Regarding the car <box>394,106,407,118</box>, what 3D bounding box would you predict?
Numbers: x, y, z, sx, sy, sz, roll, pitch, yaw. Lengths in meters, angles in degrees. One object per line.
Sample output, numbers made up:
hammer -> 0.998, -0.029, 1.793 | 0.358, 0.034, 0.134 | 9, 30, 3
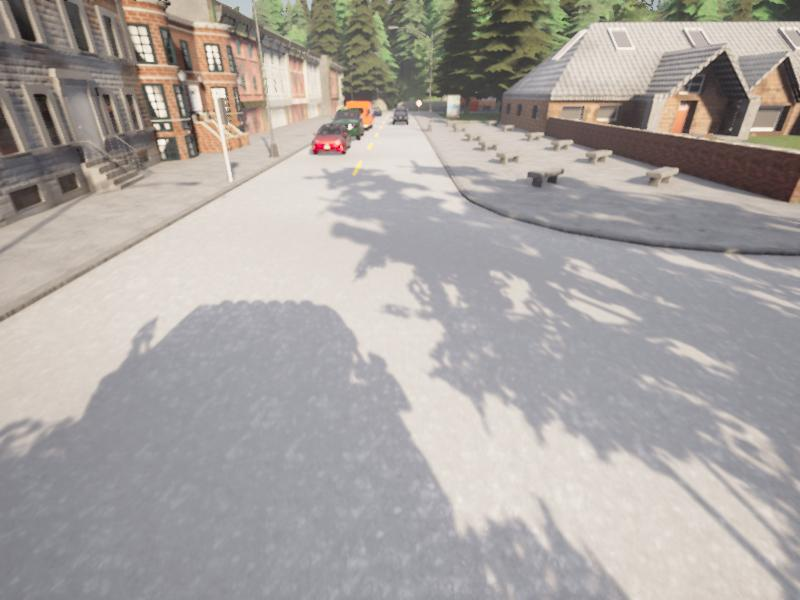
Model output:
car -> 0.112, -27.762, 59.035 | 1.837, 1.490, 4.892 | 0, 27, 0

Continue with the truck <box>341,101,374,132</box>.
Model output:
truck -> -3.954, -17.678, 38.356 | 2.627, 2.467, 5.204 | 0, 27, 0

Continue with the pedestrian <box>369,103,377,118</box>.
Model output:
pedestrian -> -3.890, -27.309, 57.716 | 0.751, 1.860, 0.751 | -25, 36, -39

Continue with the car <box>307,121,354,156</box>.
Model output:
car -> -3.981, -9.621, 23.703 | 2.007, 1.525, 4.514 | 0, 27, 0

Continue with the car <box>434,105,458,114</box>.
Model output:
car -> 8.657, -36.081, 75.777 | 4.181, 1.385, 1.994 | 0, 27, 0

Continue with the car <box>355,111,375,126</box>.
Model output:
car -> -3.920, -20.799, 45.717 | 1.895, 1.301, 4.718 | 0, 27, 0

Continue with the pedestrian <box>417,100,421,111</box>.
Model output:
pedestrian -> 3.812, -39.517, 81.219 | 0.751, 1.860, 0.751 | -4, 27, -7

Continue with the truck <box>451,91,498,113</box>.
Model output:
truck -> 14.482, -39.025, 78.805 | 8.468, 3.827, 2.891 | 0, 27, 0

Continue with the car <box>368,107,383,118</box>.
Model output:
car -> -3.872, -29.848, 63.617 | 2.163, 1.488, 4.792 | 0, 27, 0

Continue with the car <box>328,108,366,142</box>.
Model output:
car -> -3.983, -13.598, 30.876 | 2.150, 2.045, 5.566 | 0, 27, 0

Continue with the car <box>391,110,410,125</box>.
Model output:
car -> 0.075, -21.303, 46.569 | 2.033, 1.411, 5.357 | 0, 27, 0

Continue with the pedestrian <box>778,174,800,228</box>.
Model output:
pedestrian -> 9.952, -2.640, 9.372 | 0.751, 1.860, 0.751 | -7, 28, -12
